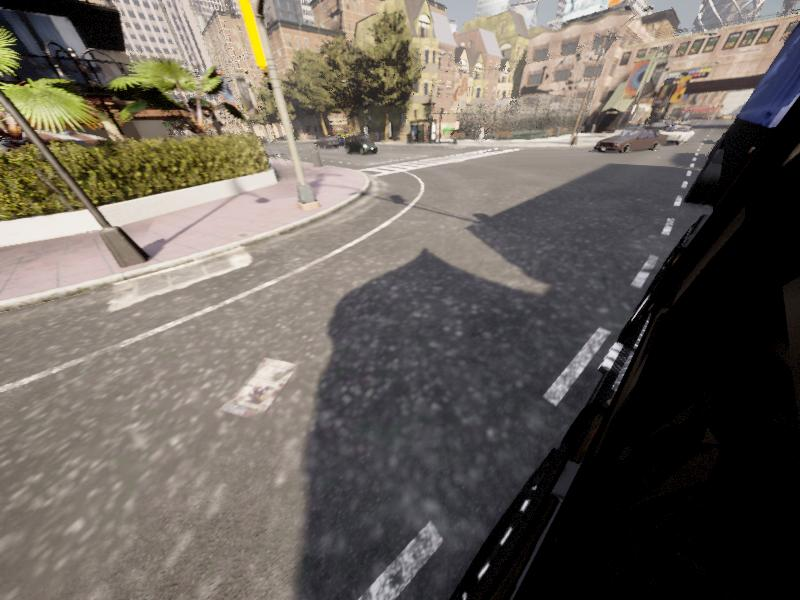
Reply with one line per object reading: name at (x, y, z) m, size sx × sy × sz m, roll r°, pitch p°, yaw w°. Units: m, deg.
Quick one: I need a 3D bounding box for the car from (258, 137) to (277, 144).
car at (-33.768, -40.594, 58.838) m, size 5.357 × 1.411 × 2.033 m, roll 28°, pitch 46°, yaw 34°

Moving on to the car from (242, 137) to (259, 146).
car at (-37.553, -39.817, 57.857) m, size 2.033 × 1.649 × 4.856 m, roll -30°, pitch 45°, yaw -32°

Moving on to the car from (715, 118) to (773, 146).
car at (28.249, -13.946, 19.125) m, size 5.238 × 1.638 × 1.930 m, roll -30°, pitch 45°, yaw -32°

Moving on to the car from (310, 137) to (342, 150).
car at (-11.207, -23.569, 34.682) m, size 2.033 × 1.411 × 5.357 m, roll -30°, pitch 45°, yaw -32°

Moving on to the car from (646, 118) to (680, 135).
car at (36.253, -23.951, 31.862) m, size 4.553 × 1.767 × 2.185 m, roll -30°, pitch 45°, yaw -32°

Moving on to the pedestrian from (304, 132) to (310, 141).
pedestrian at (-25.933, -45.475, 64.190) m, size 0.751 × 1.860 × 0.751 m, roll 9°, pitch 38°, yaw 15°

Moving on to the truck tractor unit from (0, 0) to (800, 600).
truck tractor unit at (2.645, -0.295, 0.351) m, size 6.516 × 4.208 × 3.053 m, roll -28°, pitch 44°, yaw -30°

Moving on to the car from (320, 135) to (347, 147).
car at (-11.197, -26.673, 38.754) m, size 2.163 × 1.488 × 4.792 m, roll -30°, pitch 45°, yaw -32°

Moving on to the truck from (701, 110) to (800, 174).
truck at (17.618, -7.979, 11.445) m, size 6.274 × 2.098 × 2.390 m, roll -30°, pitch 45°, yaw -32°

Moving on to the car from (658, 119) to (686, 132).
car at (44.225, -28.436, 37.559) m, size 4.892 × 1.521 × 2.231 m, roll -30°, pitch 45°, yaw -32°

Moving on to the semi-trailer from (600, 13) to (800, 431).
semi-trailer at (8.556, -3.697, 4.363) m, size 14.254 × 4.402 × 2.717 m, roll -30°, pitch 45°, yaw -31°

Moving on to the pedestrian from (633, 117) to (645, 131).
pedestrian at (40.914, -30.194, 39.550) m, size 0.751 × 1.860 × 0.751 m, roll -29°, pitch 44°, yaw -31°

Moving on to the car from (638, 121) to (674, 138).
car at (31.614, -21.049, 28.488) m, size 5.008 × 1.535 × 2.097 m, roll -30°, pitch 45°, yaw -32°

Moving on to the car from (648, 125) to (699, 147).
car at (24.590, -14.767, 20.742) m, size 4.718 × 1.301 × 1.895 m, roll -26°, pitch 43°, yaw -28°

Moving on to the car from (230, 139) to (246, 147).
car at (-38.225, -37.067, 54.423) m, size 1.994 × 1.385 × 4.181 m, roll -30°, pitch 45°, yaw -32°

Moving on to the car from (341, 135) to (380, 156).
car at (-4.149, -16.240, 24.268) m, size 1.851 × 1.617 × 3.988 m, roll -30°, pitch 45°, yaw -32°

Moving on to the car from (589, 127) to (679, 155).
car at (17.652, -12.097, 17.532) m, size 5.357 × 1.411 × 2.033 m, roll -13°, pitch 38°, yaw -13°

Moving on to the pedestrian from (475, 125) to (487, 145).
pedestrian at (9.518, -19.440, 27.171) m, size 0.751 × 1.860 × 0.751 m, roll -21°, pitch 40°, yaw -22°
